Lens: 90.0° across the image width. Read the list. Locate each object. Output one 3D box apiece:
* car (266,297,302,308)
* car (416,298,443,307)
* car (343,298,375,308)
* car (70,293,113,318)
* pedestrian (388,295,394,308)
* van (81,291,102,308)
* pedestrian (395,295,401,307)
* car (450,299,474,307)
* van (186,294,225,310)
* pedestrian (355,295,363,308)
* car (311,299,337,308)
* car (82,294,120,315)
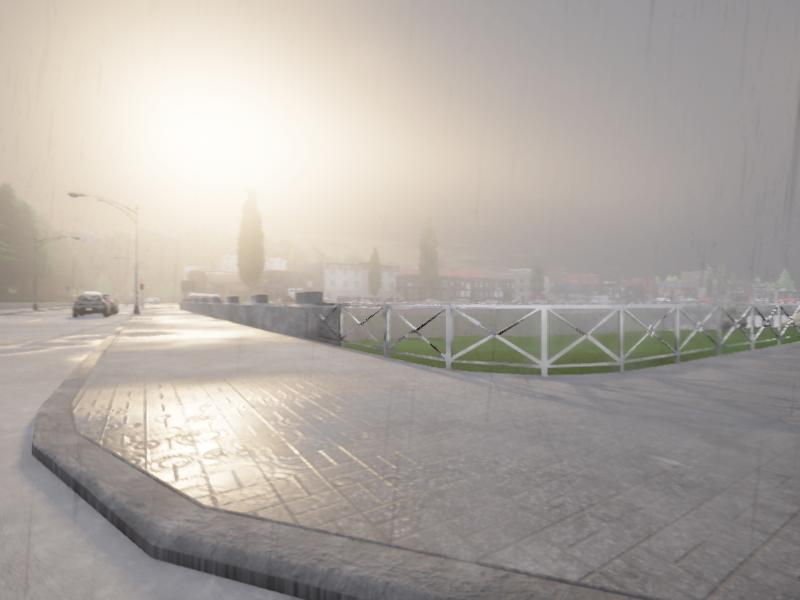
[{"bbox_3d":[-18.071,0.445,62.543,5.027,1.651,2.152,0,0,-33],"label":"car"},{"bbox_3d":[5.768,0.516,77.788,5.238,1.638,1.930,0,0,-33],"label":"car"},{"bbox_3d":[-7.100,0.472,69.558,5.238,1.638,1.930,0,0,-33],"label":"car"},{"bbox_3d":[-19.855,0.360,25.879,1.816,1.474,4.193,0,0,-33],"label":"car"},{"bbox_3d":[-1.330,0.199,59.858,0.751,1.860,0.751,0,0,-26],"label":"pedestrian"},{"bbox_3d":[-47.117,-0.058,61.124,1.988,2.561,5.915,0,0,-33],"label":"van"},{"bbox_3d":[-0.373,0.215,64.110,0.751,1.860,0.751,0,0,-19],"label":"pedestrian"},{"bbox_3d":[12.724,0.536,82.237,4.856,1.649,2.033,0,0,-33],"label":"car"},{"bbox_3d":[-25.787,0.193,53.029,4.480,2.038,2.069,0,0,-30],"label":"van"},{"bbox_3d":[-5.659,0.178,55.430,0.751,1.860,0.751,0,0,-35],"label":"pedestrian"},{"bbox_3d":[-12.531,0.536,66.085,3.806,1.475,1.970,0,0,-33],"label":"car"},{"bbox_3d":[-23.407,0.354,31.442,2.038,1.542,4.974,0,0,-33],"label":"car"}]
